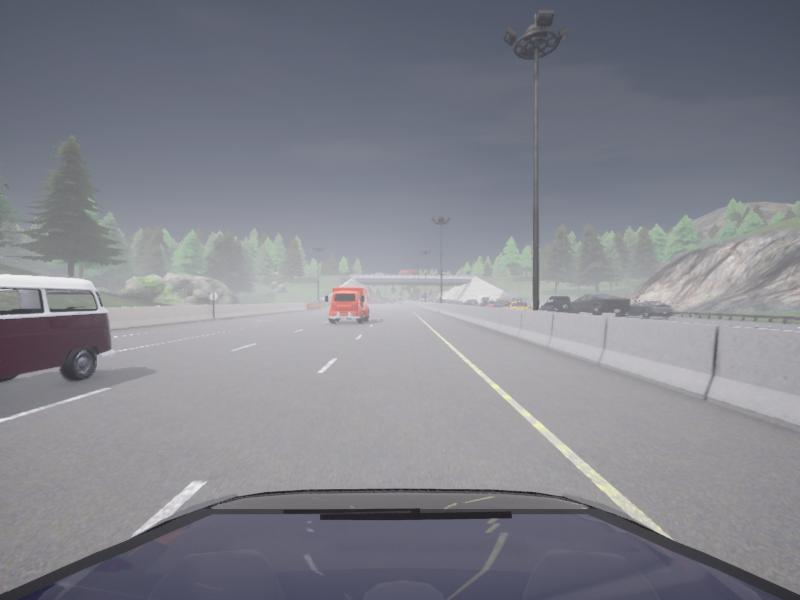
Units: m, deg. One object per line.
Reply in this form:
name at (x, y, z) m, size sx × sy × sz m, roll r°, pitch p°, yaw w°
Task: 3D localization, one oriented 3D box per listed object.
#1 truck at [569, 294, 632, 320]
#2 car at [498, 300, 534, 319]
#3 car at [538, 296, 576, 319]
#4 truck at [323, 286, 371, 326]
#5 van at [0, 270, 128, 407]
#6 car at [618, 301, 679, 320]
truck at (17.496, 0.540, 35.332) m, size 2.390 × 2.098 × 6.274 m, roll 0°, pitch 0°, yaw 0°
car at (10.495, 0.800, 36.579) m, size 1.801 × 1.575 × 5.366 m, roll 0°, pitch 0°, yaw 0°
car at (13.997, 0.644, 35.955) m, size 1.905 × 1.878 × 3.866 m, roll 0°, pitch 0°, yaw 0°
truck at (-3.502, 0.356, 27.539) m, size 2.627 × 2.467 × 5.204 m, roll 0°, pitch 0°, yaw 0°
van at (-6.996, 0.571, 6.514) m, size 2.069 × 2.038 × 4.480 m, roll 0°, pitch 0°, yaw 0°
car at (20.997, 0.834, 34.135) m, size 2.128 × 1.511 × 4.902 m, roll 0°, pitch 0°, yaw 0°
